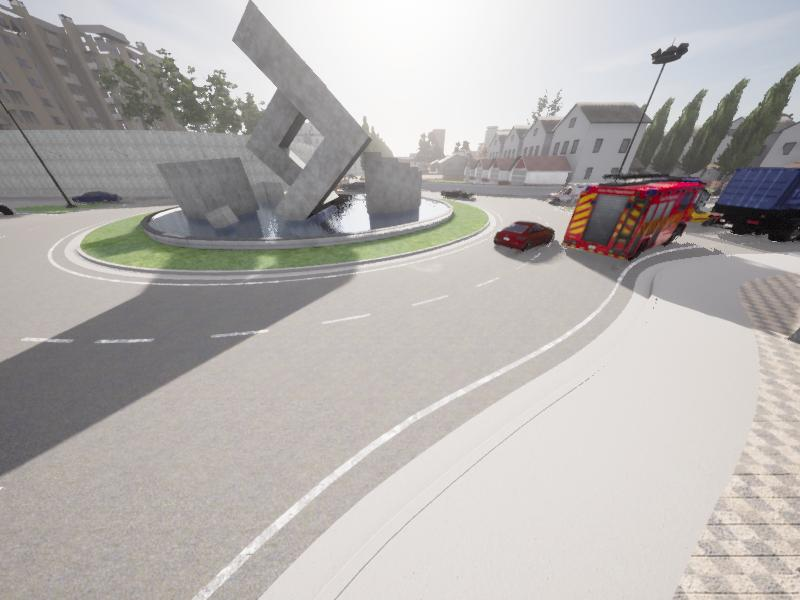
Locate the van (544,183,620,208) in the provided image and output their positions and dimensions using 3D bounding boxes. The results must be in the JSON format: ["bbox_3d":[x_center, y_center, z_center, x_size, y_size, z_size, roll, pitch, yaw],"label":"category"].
[{"bbox_3d":[21.513,-12.665,27.820,6.366,2.431,2.351,7,31,12],"label":"van"}]

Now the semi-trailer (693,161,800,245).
[{"bbox_3d":[28.145,-6.396,14.967,14.254,4.402,2.717,-3,30,-6],"label":"semi-trailer"}]

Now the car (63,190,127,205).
[{"bbox_3d":[-39.099,-13.226,29.775,4.674,1.442,1.812,-6,31,-11],"label":"car"}]

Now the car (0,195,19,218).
[{"bbox_3d":[-39.055,-8.649,21.403,3.866,1.878,1.905,4,30,8],"label":"car"}]

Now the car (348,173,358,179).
[{"bbox_3d":[-18.446,-48.481,90.289,1.905,1.878,3.866,-25,38,-36],"label":"car"}]

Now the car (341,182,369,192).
[{"bbox_3d":[-8.668,-21.912,44.636,4.856,1.649,2.033,1,30,2],"label":"car"}]

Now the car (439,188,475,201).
[{"bbox_3d":[8.421,-15.784,34.353,4.718,1.301,1.895,26,39,37],"label":"car"}]

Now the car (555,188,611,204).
[{"bbox_3d":[24.035,-13.804,30.579,5.238,1.638,1.930,6,30,10],"label":"car"}]

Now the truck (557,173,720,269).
[{"bbox_3d":[13.231,-4.835,12.860,8.468,3.827,2.891,-16,34,-26],"label":"truck"}]

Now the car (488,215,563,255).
[{"bbox_3d":[7.602,-4.051,13.960,4.181,1.385,1.994,-20,35,-30],"label":"car"}]

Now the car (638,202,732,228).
[{"bbox_3d":[22.931,-6.925,18.723,5.366,1.575,1.801,-4,30,-7],"label":"car"}]
